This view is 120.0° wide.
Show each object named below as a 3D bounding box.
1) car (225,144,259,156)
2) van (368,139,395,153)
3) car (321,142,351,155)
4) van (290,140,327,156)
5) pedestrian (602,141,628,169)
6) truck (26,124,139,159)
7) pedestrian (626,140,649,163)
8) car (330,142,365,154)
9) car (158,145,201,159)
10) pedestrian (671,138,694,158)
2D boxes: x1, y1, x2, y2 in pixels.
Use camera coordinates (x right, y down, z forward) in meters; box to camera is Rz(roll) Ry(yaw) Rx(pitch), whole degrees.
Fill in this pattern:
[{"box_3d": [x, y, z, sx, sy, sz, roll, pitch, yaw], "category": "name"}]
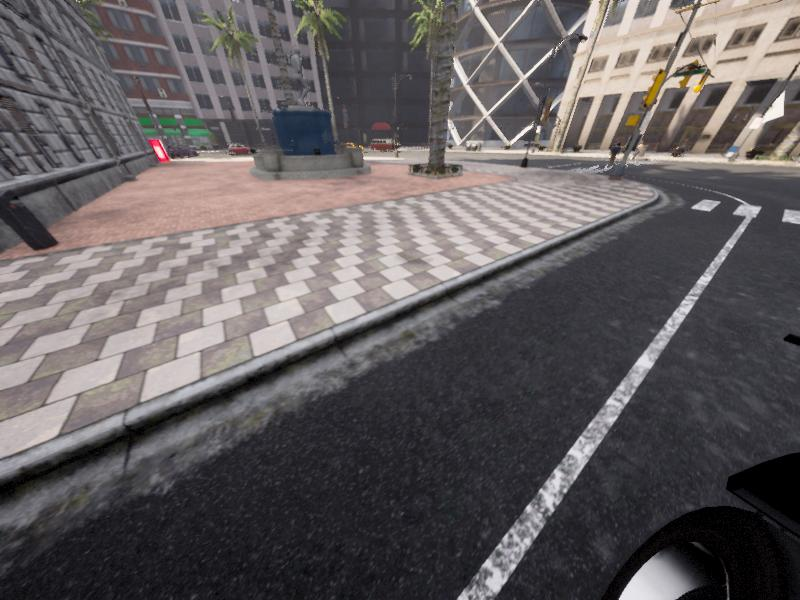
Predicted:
[{"box_3d": [-24.498, -23.406, 36.011, 3.806, 1.475, 1.970, -9, 36, -12], "category": "car"}, {"box_3d": [-3.273, -27.713, 41.506, 4.442, 1.987, 1.775, 9, 36, 13], "category": "van"}, {"box_3d": [-10.161, -24.230, 36.951, 3.988, 1.617, 1.851, 2, 35, 3], "category": "car"}, {"box_3d": [-13.449, -22.432, 34.099, 4.442, 1.987, 1.775, -1, 35, -1], "category": "van"}, {"box_3d": [17.574, -11.866, 18.936, 0.751, 1.860, 0.751, -24, 42, -30], "category": "pedestrian"}, {"box_3d": [-45.204, -23.042, 33.624, 8.468, 3.827, 2.891, -22, 40, -27], "category": "truck"}, {"box_3d": [24.041, -15.048, 23.396, 0.751, 1.860, 0.751, -20, 40, -25], "category": "pedestrian"}, {"box_3d": [-8.990, -26.162, 39.704, 5.366, 1.575, 1.801, 4, 36, 7], "category": "car"}, {"box_3d": [-29.882, -20.242, 31.523, 3.633, 1.501, 1.845, -15, 38, -20], "category": "car"}, {"box_3d": [31.335, -16.895, 25.693, 0.751, 1.860, 0.751, 20, 40, 26], "category": "pedestrian"}]
